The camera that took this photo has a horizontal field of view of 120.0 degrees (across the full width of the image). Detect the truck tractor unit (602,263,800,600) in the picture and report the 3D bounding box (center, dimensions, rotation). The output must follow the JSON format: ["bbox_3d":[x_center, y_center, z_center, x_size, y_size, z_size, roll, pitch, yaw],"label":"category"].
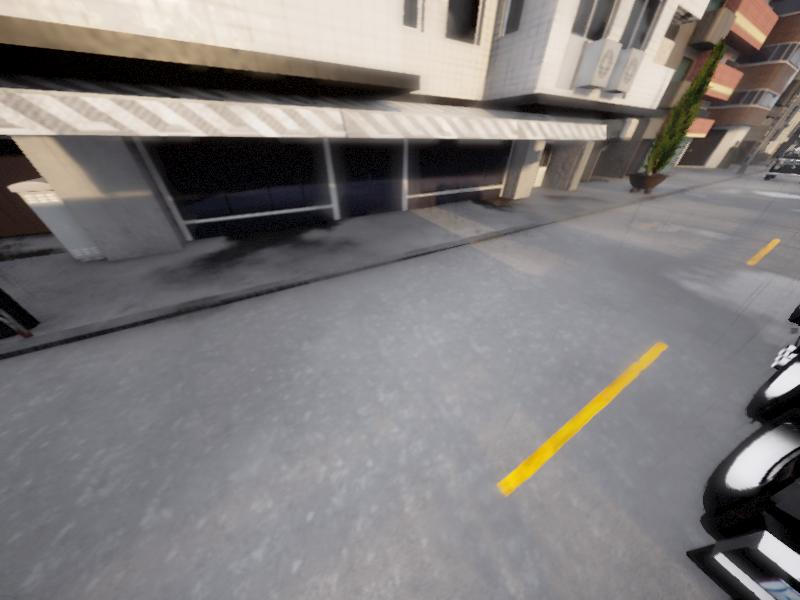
[{"bbox_3d":[5.108,-0.303,0.787,6.516,4.208,3.053,-18,39,-24],"label":"truck tractor unit"}]

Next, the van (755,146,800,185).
[{"bbox_3d":[27.414,-9.305,15.839,4.480,2.038,2.069,-18,39,-24],"label":"van"}]
